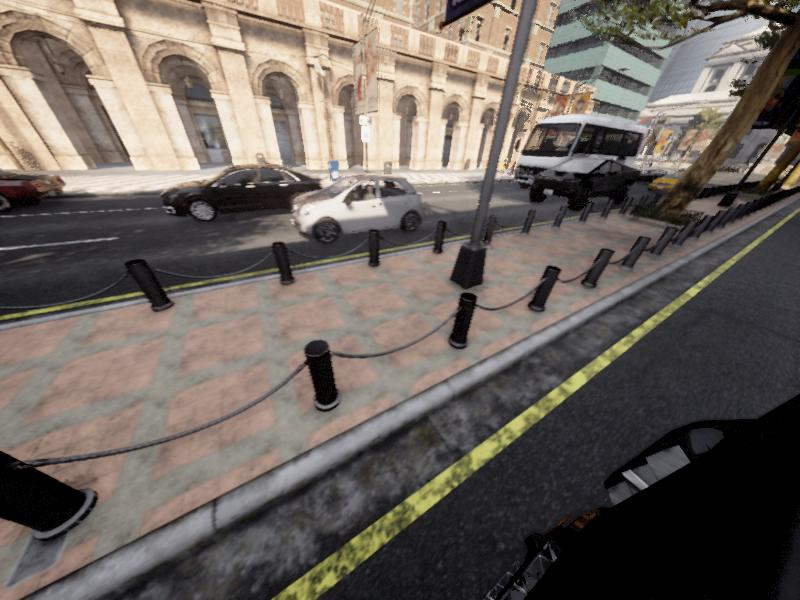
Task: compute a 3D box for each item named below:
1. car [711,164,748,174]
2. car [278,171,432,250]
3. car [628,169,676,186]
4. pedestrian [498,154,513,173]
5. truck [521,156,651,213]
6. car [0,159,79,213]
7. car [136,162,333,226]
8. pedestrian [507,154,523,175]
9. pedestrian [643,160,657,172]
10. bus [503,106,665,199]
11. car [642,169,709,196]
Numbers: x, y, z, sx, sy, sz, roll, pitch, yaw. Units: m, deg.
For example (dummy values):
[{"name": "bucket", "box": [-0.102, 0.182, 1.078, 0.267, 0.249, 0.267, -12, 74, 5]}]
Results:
[{"name": "car", "box": [81.081, -32.273, 56.933, 1.932, 1.855, 4.605, -16, 38, -26]}, {"name": "car", "box": [-1.195, -2.744, 6.625, 3.633, 1.501, 1.845, -16, 38, -26]}, {"name": "car", "box": [26.331, -12.870, 24.143, 4.718, 1.301, 1.895, -16, 38, -26]}, {"name": "pedestrian", "box": [11.799, -15.232, 25.799, 0.751, 1.860, 0.751, -9, 35, -17]}, {"name": "truck", "box": [9.637, -6.117, 11.999, 6.274, 2.098, 2.390, -16, 38, -26]}, {"name": "car", "box": [-13.799, -3.321, 6.763, 4.718, 1.301, 1.895, -16, 38, -26]}, {"name": "car", "box": [-5.103, -3.839, 8.016, 4.892, 1.490, 1.837, -16, 38, -26]}, {"name": "pedestrian", "box": [12.178, -14.363, 24.516, 0.751, 1.860, 0.751, -14, 37, -24]}, {"name": "pedestrian", "box": [46.604, -24.975, 43.069, 0.751, 1.860, 0.751, -13, 37, -22]}, {"name": "bus", "box": [12.898, -10.098, 16.293, 10.273, 4.253, 3.944, -16, 38, -26]}, {"name": "car", "box": [22.050, -9.505, 18.493, 5.366, 1.575, 1.801, -16, 38, -26]}]
